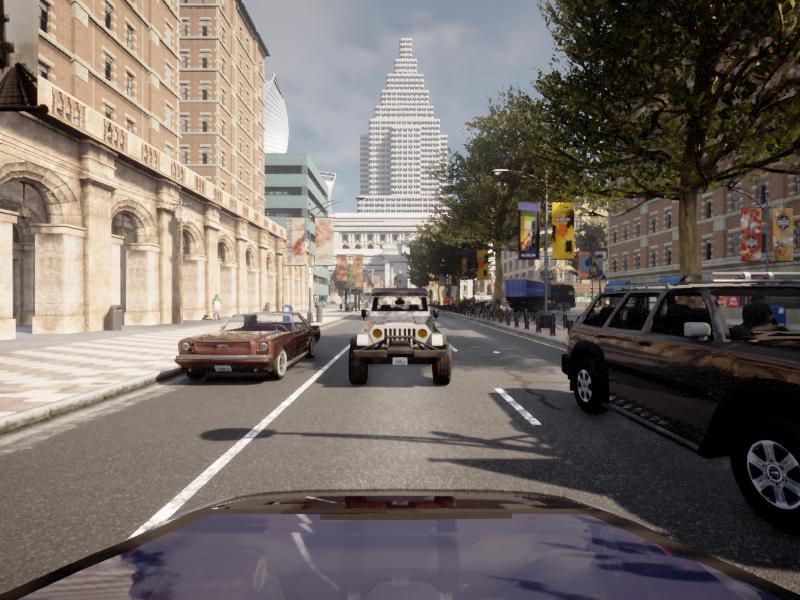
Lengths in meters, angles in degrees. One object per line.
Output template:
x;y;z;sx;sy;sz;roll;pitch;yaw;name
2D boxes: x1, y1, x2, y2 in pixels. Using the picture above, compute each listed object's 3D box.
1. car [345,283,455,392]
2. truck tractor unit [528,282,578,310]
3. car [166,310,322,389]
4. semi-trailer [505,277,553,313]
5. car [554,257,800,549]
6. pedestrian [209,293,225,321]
-0.001;0.647;8.866;1.905;1.878;3.866;0;0;0;car
23.415;-0.520;61.239;6.516;4.208;3.053;0;-2;-16;truck tractor unit
-3.250;0.940;9.526;1.895;1.301;4.718;0;0;0;car
18.289;-0.631;55.656;2.717;4.402;14.254;-1;-1;33;semi-trailer
3.501;0.653;4.281;1.932;1.855;4.605;0;0;0;car
-12.441;0.489;27.160;0.751;1.860;0.751;0;0;0;pedestrian
